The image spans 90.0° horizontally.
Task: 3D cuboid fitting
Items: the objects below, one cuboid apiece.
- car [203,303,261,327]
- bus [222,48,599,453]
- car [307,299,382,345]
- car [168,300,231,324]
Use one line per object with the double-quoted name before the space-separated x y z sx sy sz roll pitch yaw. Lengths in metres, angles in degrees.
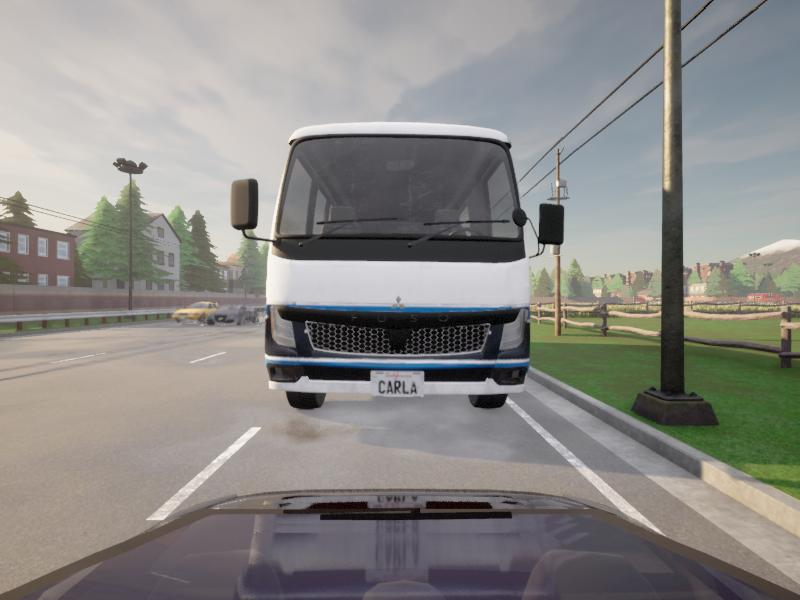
"car" -10.650 0.907 25.717 1.994 1.385 4.181 0 0 0
"bus" 0.080 -0.544 9.389 3.944 4.253 10.273 1 0 0
"car" -2.091 0.785 16.774 2.152 1.651 5.027 0 0 4
"car" -14.166 0.801 28.660 1.801 1.575 5.366 0 0 0
